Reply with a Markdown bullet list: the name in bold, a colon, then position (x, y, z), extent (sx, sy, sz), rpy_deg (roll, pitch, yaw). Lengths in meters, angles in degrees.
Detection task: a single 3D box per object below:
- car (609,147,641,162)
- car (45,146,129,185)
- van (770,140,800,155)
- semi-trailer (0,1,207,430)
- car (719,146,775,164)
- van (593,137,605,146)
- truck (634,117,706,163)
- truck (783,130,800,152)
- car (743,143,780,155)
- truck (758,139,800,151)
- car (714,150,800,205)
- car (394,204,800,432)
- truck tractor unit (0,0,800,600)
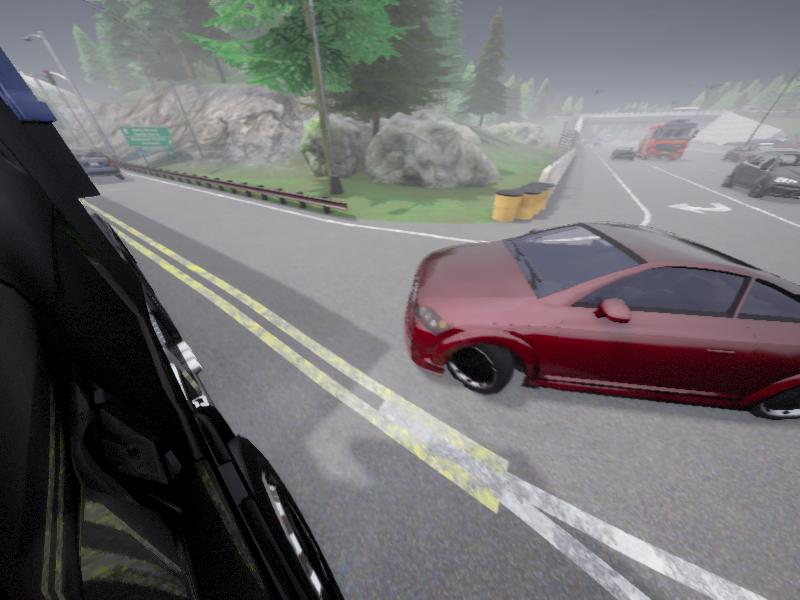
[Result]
- **car**: position (26.285, -17.167, 27.136), extent (1.895, 1.301, 4.718), rpy_deg (21, 40, 27)
- **car**: position (-17.225, -7.499, 12.736), extent (3.705, 1.549, 1.789), rpy_deg (21, 40, 27)
- **van**: position (64.189, -25.055, 37.825), extent (1.775, 1.987, 4.442), rpy_deg (21, 40, 27)
- **semi-trailer**: position (-9.105, -3.130, 4.025), extent (14.254, 4.402, 2.717), rpy_deg (22, 40, 27)
- **car**: position (36.949, -15.608, 24.766), extent (1.816, 1.474, 4.193), rpy_deg (21, 40, 27)
- **van**: position (67.467, -53.904, 78.475), extent (1.988, 2.561, 5.915), rpy_deg (21, 40, 27)
- **truck**: position (31.159, -18.791, 27.254), extent (2.891, 3.827, 8.468), rpy_deg (21, 40, 27)
- **truck**: position (76.404, -29.189, 42.126), extent (2.891, 3.827, 8.468), rpy_deg (21, 40, 27)
- **car**: position (60.773, -25.507, 38.937), extent (1.970, 1.475, 3.806), rpy_deg (21, 40, 27)
- **truck**: position (82.782, -34.091, 50.633), extent (2.390, 2.098, 6.274), rpy_deg (21, 40, 27)
- **car**: position (17.000, -5.512, 10.170), extent (2.242, 1.667, 4.611), rpy_deg (21, 40, 27)
- **car**: position (2.163, -0.072, 2.657), extent (4.181, 1.385, 1.994), rpy_deg (4, 36, 6)
- **truck tractor unit**: position (-2.645, -0.295, 0.351), extent (6.516, 4.208, 3.053), rpy_deg (28, 44, 30)
